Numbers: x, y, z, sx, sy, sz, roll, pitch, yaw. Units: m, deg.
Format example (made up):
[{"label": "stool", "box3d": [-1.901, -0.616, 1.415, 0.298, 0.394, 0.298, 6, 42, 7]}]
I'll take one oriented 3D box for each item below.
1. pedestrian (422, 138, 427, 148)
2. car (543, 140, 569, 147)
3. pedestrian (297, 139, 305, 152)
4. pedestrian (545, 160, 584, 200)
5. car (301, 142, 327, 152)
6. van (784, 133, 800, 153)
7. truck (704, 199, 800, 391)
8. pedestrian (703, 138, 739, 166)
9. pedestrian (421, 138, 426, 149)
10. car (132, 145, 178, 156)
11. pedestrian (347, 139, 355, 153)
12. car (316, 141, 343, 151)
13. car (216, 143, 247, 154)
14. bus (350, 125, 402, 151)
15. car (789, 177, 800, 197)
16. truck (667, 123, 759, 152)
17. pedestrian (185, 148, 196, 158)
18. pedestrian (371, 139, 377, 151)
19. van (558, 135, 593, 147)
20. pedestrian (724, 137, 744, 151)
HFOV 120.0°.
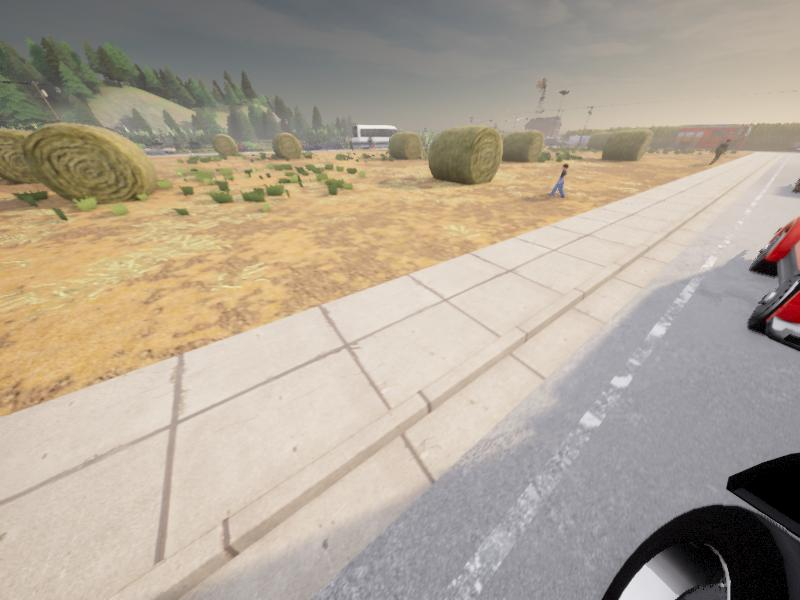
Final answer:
[{"label": "pedestrian", "box3d": [5.639, -35.576, 52.371, 0.751, 1.860, 0.751, -28, 43, -33]}, {"label": "car", "box3d": [39.956, -40.082, 59.180, 2.163, 1.488, 4.792, -21, 40, -26]}, {"label": "pedestrian", "box3d": [-16.937, -26.389, 39.526, 0.751, 1.860, 0.751, -25, 42, -31]}, {"label": "pedestrian", "box3d": [6.537, -4.830, 9.267, 0.751, 1.300, 0.751, 11, 37, 15]}, {"label": "car", "box3d": [-16.754, -29.819, 45.028, 4.193, 1.474, 1.816, -19, 39, -25]}, {"label": "van", "box3d": [64.015, -23.603, 34.703, 1.988, 2.561, 5.915, -22, 40, -27]}, {"label": "truck", "box3d": [6.768, -0.612, 2.581, 5.204, 2.467, 2.627, -22, 41, -28]}, {"label": "pedestrian", "box3d": [26.526, -12.238, 19.125, 0.751, 1.860, 0.751, -12, 37, -16]}, {"label": "pedestrian", "box3d": [5.152, -34.020, 50.168, 0.751, 1.860, 0.751, -22, 41, -28]}, {"label": "car", "box3d": [-39.398, -24.137, 37.309, 4.718, 1.301, 1.895, -19, 39, -25]}, {"label": "pedestrian", "box3d": [-7.613, -24.080, 36.178, 0.751, 1.860, 0.751, 6, 36, 9]}, {"label": "car", "box3d": [-15.025, -32.838, 49.161, 4.856, 1.649, 2.033, -20, 40, -25]}, {"label": "car", "box3d": [-30.365, -27.382, 41.682, 4.193, 1.474, 1.816, -20, 39, -25]}, {"label": "bus", "box3d": [-5.028, -35.155, 50.091, 10.273, 4.253, 3.944, -19, 39, -25]}, {"label": "car", "box3d": [19.921, -5.529, 10.375, 4.181, 1.385, 1.994, -22, 40, -28]}, {"label": "truck", "box3d": [54.504, -28.578, 40.717, 2.891, 3.827, 8.468, -21, 40, -27]}, {"label": "pedestrian", "box3d": [-27.243, -19.146, 30.011, 0.500, 1.100, 0.500, -5, 35, -6]}, {"label": "pedestrian", "box3d": [-4.594, -27.436, 40.912, 0.751, 1.860, 0.751, 10, 37, 15]}, {"label": "van", "box3d": [44.321, -40.270, 58.591, 2.351, 2.431, 6.366, -21, 40, -27]}, {"label": "pedestrian", "box3d": [53.189, -24.802, 36.773, 0.751, 1.860, 0.751, -8, 36, -11]}]
